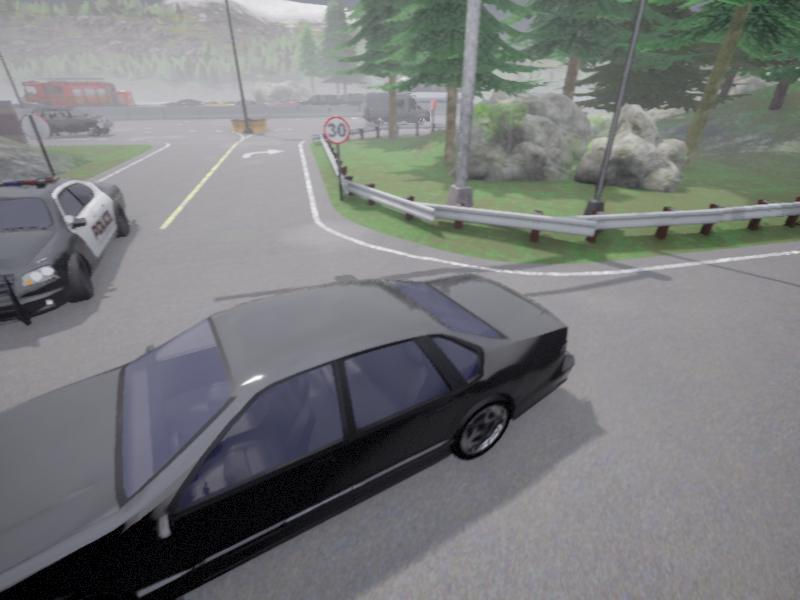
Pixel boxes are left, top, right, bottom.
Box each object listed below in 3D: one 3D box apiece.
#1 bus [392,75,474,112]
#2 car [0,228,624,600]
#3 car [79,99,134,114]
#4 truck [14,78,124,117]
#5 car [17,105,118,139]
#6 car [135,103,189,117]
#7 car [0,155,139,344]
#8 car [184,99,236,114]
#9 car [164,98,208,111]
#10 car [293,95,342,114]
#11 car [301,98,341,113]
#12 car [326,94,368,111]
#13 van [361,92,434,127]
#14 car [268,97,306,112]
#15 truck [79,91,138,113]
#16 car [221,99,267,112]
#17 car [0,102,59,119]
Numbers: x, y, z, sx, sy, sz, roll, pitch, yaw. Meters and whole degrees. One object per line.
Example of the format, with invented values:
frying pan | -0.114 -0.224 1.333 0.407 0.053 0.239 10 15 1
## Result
bus | 4.322 -28.146 54.432 10.273 4.253 3.944 -7 29 -12
car | -0.856 0.783 3.408 5.357 1.411 2.033 -16 32 -27
car | -36.362 -24.013 49.673 4.902 1.511 2.128 -7 29 -12
truck | -37.409 -23.208 45.735 8.468 3.827 2.891 -7 29 -12
car | -22.387 -12.144 27.211 4.605 1.855 1.932 -7 29 -12
car | -26.902 -21.597 45.402 4.718 1.301 1.895 -7 29 -12
car | -6.348 -1.213 6.941 2.038 1.542 4.974 -11 32 -18
car | -23.279 -23.847 49.279 5.366 1.575 1.801 -7 29 -12
car | -29.034 -26.560 54.414 4.892 1.490 1.837 -7 29 -12
car | -10.068 -23.867 48.819 5.566 2.045 2.150 -6 29 -12
car | -10.219 -25.374 52.059 4.856 1.649 2.033 -7 29 -12
car | -7.380 -27.590 55.738 5.566 2.045 2.150 -6 29 -12
van | -0.221 -16.689 34.942 5.915 2.561 1.988 -7 29 -12
car | -15.241 -26.519 54.147 4.611 1.667 2.242 -7 29 -12
truck | -37.943 -25.960 52.281 5.204 2.467 2.627 -7 29 -12
car | -20.556 -25.784 53.078 5.357 1.411 2.033 -7 29 -12
car | -39.897 -20.186 42.579 4.892 1.490 1.837 -7 29 -12
